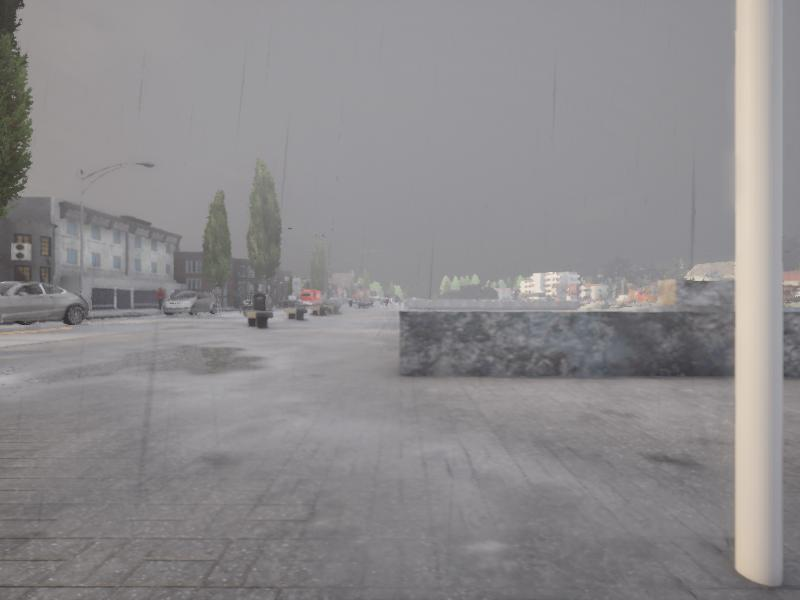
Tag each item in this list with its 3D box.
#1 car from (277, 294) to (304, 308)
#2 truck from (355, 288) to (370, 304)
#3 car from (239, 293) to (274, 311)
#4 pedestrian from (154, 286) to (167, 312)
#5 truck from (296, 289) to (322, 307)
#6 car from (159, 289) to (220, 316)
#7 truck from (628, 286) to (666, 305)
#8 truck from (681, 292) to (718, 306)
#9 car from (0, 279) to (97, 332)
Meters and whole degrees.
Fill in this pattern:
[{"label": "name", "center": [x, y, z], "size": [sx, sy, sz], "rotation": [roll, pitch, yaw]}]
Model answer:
[{"label": "car", "center": [-13.416, 0.154, 49.239], "size": [1.930, 1.638, 5.238], "rotation": [0, 0, 0]}, {"label": "truck", "center": [-9.288, -0.937, 100.011], "size": [2.891, 3.827, 8.468], "rotation": [0, 0, 0]}, {"label": "car", "center": [-13.448, 0.171, 37.730], "size": [1.851, 1.617, 3.988], "rotation": [0, 0, 0]}, {"label": "pedestrian", "center": [-17.534, -0.088, 29.310], "size": [0.751, 1.860, 0.751], "rotation": [0, 0, -29]}, {"label": "truck", "center": [-13.392, -0.261, 59.250], "size": [2.627, 2.467, 5.204], "rotation": [0, 0, 0]}, {"label": "car", "center": [-13.476, 0.172, 25.861], "size": [1.851, 1.617, 3.988], "rotation": [0, 0, 0]}, {"label": "truck", "center": [52.338, -0.863, 85.041], "size": [2.891, 3.827, 8.468], "rotation": [0, 0, 0]}, {"label": "truck", "center": [52.301, -0.184, 70.054], "size": [2.627, 2.467, 5.204], "rotation": [0, 0, 0]}, {"label": "car", "center": [-13.501, 0.164, 13.876], "size": [2.152, 1.651, 5.027], "rotation": [0, 0, 0]}]
